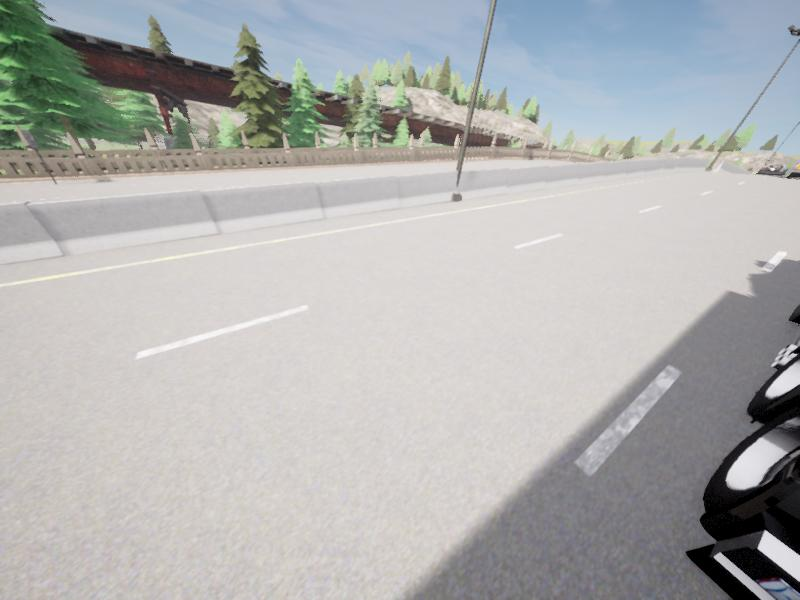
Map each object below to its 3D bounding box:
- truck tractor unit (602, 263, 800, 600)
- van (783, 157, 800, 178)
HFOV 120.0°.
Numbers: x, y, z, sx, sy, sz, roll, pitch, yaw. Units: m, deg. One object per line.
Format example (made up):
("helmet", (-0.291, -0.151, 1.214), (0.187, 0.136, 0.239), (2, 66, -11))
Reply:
("truck tractor unit", (5.108, -0.304, 0.783), (6.516, 4.208, 3.053), (-18, 39, -24))
("van", (35.890, -11.604, 19.485), (6.366, 2.431, 2.351), (-15, 38, -26))
